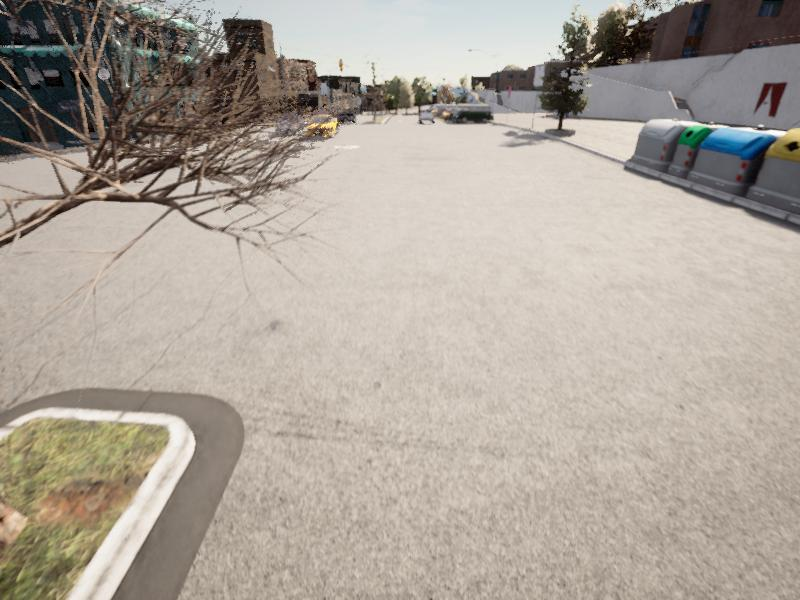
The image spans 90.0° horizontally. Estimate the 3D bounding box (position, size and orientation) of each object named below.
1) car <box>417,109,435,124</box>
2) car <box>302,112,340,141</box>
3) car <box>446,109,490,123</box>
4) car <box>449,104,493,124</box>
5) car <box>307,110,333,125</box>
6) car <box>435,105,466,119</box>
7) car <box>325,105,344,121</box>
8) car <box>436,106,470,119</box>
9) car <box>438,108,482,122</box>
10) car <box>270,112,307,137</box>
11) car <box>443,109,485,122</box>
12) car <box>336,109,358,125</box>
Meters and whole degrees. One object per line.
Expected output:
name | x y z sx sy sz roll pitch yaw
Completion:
car | 3.015 -21.369 46.442 1.845 1.501 3.633 0 26 0
car | -5.867 -13.217 30.328 1.882 1.535 5.008 -1 28 0
car | 8.081 -22.019 47.884 4.674 1.452 2.002 -8 27 -18
car | 7.979 -20.940 45.046 4.442 1.987 1.878 -8 28 -18
car | -8.853 -20.460 44.750 1.994 1.385 4.181 0 26 0
car | 7.985 -30.036 63.805 4.442 1.987 1.878 -8 28 -18
car | -8.858 -25.560 54.666 1.905 1.878 3.866 0 26 0
car | 8.121 -28.667 61.217 4.553 1.767 2.185 -8 28 -18
car | 7.914 -24.629 53.162 5.366 1.575 1.946 -8 28 -18
car | -8.867 -14.138 32.131 1.845 1.501 3.633 -1 28 0
car | 8.089 -23.316 50.560 4.674 1.452 2.002 -8 28 -18
car | -5.852 -20.432 44.568 1.816 1.474 4.193 0 26 0
